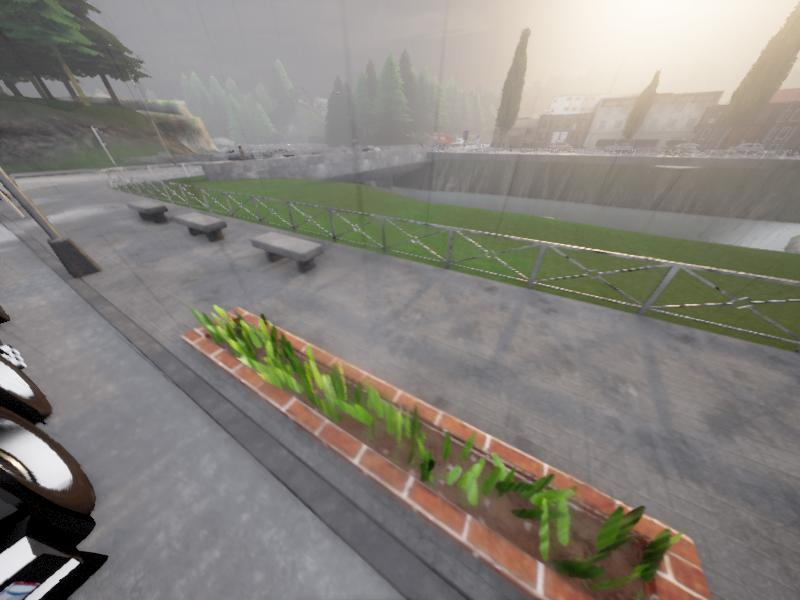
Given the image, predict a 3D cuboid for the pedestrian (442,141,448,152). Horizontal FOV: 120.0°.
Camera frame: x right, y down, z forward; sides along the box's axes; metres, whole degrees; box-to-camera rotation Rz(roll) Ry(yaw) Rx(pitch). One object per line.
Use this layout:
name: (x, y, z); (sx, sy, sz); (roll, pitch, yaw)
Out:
pedestrian: (9.094, -31.109, 46.765); (0.751, 1.860, 0.751); (14, 37, 20)

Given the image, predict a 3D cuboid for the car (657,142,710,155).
car: (47.310, -25.490, 38.755); (5.238, 1.638, 1.930); (18, 39, 24)

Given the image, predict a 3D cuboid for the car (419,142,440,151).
car: (7.087, -37.339, 56.153); (4.856, 1.649, 2.033); (1, 34, 3)

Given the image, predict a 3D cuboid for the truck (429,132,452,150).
truck: (11.291, -43.911, 63.629); (2.891, 3.827, 8.468); (18, 39, 24)

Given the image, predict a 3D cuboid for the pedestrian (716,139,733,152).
pedestrian: (56.600, -26.895, 40.296); (0.751, 1.860, 0.751); (6, 35, 9)

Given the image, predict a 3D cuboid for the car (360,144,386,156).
car: (-4.776, -27.001, 41.498); (2.038, 1.542, 4.974); (18, 39, 24)

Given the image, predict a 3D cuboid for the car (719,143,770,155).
car: (53.353, -23.456, 35.921); (3.806, 1.475, 1.970); (18, 39, 25)

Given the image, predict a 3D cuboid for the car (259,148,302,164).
car: (-14.305, -17.499, 27.983); (1.816, 1.474, 4.193); (18, 39, 24)

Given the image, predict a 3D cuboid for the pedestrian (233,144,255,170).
pedestrian: (-13.560, -12.393, 20.065); (0.751, 1.860, 0.751); (18, 39, 24)

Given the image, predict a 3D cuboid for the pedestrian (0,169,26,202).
pedestrian: (-17.754, -5.281, 9.880); (0.751, 1.860, 0.751); (0, 35, 1)

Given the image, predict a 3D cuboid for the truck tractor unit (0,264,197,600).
truck tractor unit: (-5.114, -0.298, 0.778); (6.516, 4.208, 3.053); (18, 39, 24)

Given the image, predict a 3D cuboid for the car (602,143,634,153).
car: (39.811, -27.861, 42.373); (3.806, 1.475, 1.970); (18, 39, 24)

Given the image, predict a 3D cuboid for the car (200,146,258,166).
car: (-19.682, -16.818, 26.883); (2.242, 1.667, 4.611); (18, 39, 25)

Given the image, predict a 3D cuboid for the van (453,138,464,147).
van: (21.551, -58.168, 85.112); (1.988, 2.561, 5.915); (18, 39, 24)

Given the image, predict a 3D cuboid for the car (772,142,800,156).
car: (58.925, -21.710, 33.219); (5.238, 1.638, 1.930); (18, 39, 25)

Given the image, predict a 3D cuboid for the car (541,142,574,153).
car: (31.499, -30.623, 46.288); (5.027, 1.651, 2.152); (18, 39, 25)

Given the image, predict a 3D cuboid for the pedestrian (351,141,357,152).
pedestrian: (-9.436, -31.200, 47.059); (0.751, 1.860, 0.751); (-28, 43, -33)
